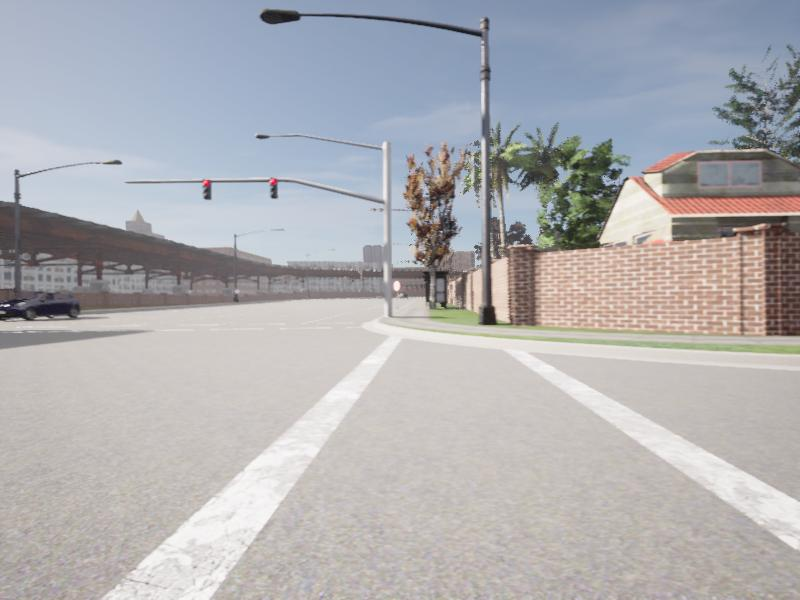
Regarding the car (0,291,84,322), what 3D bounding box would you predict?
[{"bbox_3d":[-19.431,0.295,21.526,1.845,1.501,3.633,0,1,4],"label":"car"}]
